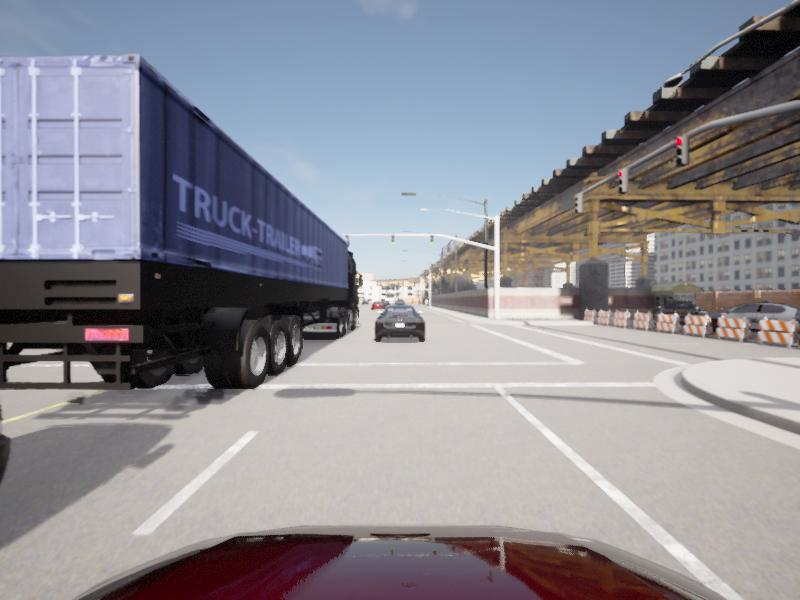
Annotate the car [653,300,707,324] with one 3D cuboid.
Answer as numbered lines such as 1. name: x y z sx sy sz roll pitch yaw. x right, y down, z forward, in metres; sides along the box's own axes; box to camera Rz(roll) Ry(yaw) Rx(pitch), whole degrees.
1. car: 15.972 0.636 22.718 1.853 1.218 4.536 0 0 44

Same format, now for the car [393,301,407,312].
1. car: 0.004 0.864 56.308 1.812 1.442 4.674 0 0 0

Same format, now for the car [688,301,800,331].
1. car: 15.978 0.637 18.031 1.853 1.218 4.536 0 0 -36

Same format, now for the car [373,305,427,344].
1. car: 0.002 0.905 16.744 1.994 1.385 4.181 0 0 0

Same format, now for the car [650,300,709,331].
1. car: 15.936 0.794 22.681 2.038 1.542 4.974 0 0 44

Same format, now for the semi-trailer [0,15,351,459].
1. semi-trailer: -3.752 -0.618 11.119 2.717 4.402 14.254 0 0 1

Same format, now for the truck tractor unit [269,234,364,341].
1. truck tractor unit: -3.589 -0.525 19.030 3.053 4.208 6.516 0 0 1

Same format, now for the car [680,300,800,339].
1. car: 15.947 0.794 18.073 2.038 1.542 4.974 0 0 -36
